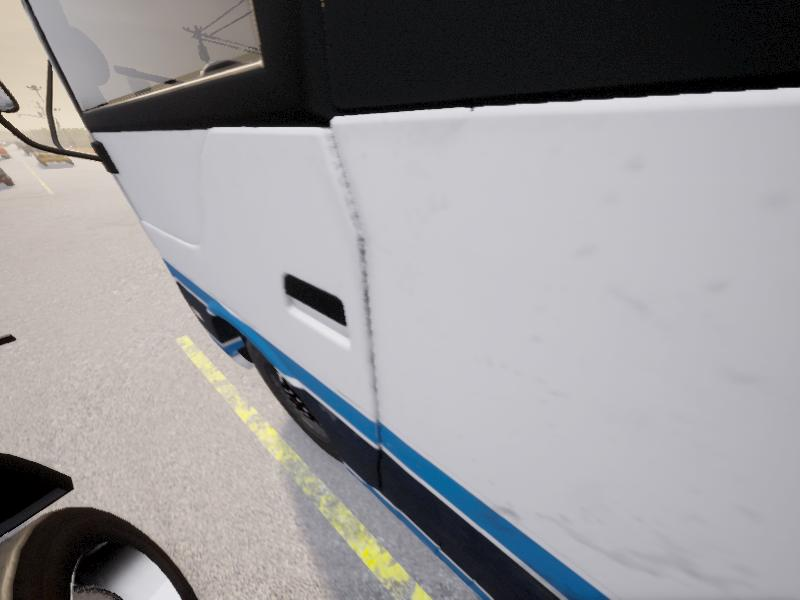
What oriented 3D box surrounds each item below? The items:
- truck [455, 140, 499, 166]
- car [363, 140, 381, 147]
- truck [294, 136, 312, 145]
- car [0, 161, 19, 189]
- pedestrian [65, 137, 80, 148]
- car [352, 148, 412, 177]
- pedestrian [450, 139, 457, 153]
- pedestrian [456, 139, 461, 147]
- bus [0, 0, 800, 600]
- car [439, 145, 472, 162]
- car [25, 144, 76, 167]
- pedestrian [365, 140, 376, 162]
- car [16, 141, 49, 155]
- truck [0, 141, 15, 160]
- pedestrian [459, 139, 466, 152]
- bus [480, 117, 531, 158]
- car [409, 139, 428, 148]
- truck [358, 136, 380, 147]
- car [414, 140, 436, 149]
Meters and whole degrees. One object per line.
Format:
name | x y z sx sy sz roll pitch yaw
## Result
truck | 8.472 -16.102 25.071 2.390 2.098 6.274 20 40 26
car | -8.025 -45.117 66.602 4.892 1.490 1.837 20 40 25
truck | -33.190 -54.492 78.870 5.204 2.467 2.627 20 40 25
car | -22.296 -6.847 12.060 3.988 1.617 1.851 22 41 28
pedestrian | -65.583 -31.540 46.244 0.751 1.860 0.751 17 39 23
car | -1.216 -10.902 18.125 2.128 1.511 4.902 20 40 26
pedestrian | 8.930 -25.694 38.588 0.751 1.860 0.751 17 38 22
pedestrian | 16.540 -44.580 65.475 0.751 1.860 0.751 20 40 26
bus | 2.859 0.070 0.144 10.273 4.253 3.944 23 41 28
car | 6.898 -18.193 28.541 2.128 1.511 4.902 20 40 26
car | -32.529 -13.533 21.492 5.366 1.575 1.801 22 41 28
pedestrian | -3.031 -15.512 24.039 0.751 1.860 0.751 12 37 16
car | -52.940 -21.910 33.290 4.892 1.490 1.837 22 41 28
truck | -46.000 -16.970 25.506 5.204 2.467 2.627 22 41 28
pedestrian | 11.189 -27.551 41.248 0.751 1.860 0.751 22 41 28
bus | 15.651 -23.563 33.838 3.944 4.253 10.273 20 39 26
car | 4.724 -40.721 60.139 4.605 1.855 1.932 20 40 25
truck | -8.441 -43.299 63.175 5.204 2.467 2.627 20 40 25
car | 6.015 -37.809 56.200 4.856 1.649 2.033 20 40 25
